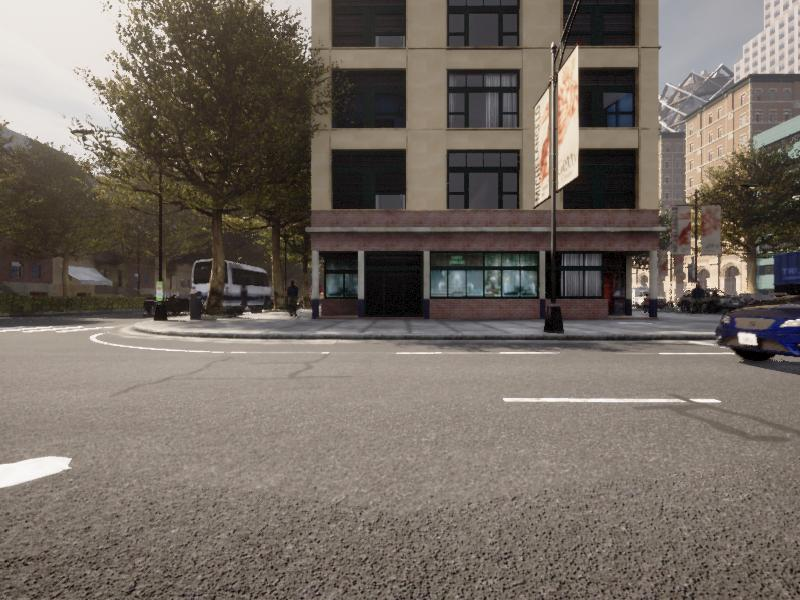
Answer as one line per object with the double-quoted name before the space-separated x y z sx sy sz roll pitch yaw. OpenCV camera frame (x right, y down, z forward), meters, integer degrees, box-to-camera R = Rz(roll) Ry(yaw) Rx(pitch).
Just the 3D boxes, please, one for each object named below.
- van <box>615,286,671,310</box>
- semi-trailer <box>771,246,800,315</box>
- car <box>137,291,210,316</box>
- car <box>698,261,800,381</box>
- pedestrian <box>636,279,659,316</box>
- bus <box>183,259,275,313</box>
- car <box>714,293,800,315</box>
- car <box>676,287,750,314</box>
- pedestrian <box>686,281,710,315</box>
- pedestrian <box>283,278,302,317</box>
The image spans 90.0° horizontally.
"van" 26.500 -0.221 44.024 2.351 2.431 6.366 0 0 1
"semi-trailer" 26.562 -1.217 20.194 2.717 4.402 14.254 0 0 1
"car" -15.098 0.236 27.017 2.128 1.511 4.902 0 0 0
"car" 7.003 0.254 5.668 4.193 1.474 1.816 0 0 0
"pedestrian" 12.786 -0.115 20.678 0.751 1.860 0.751 0 0 -3
"bus" -15.158 -1.132 36.816 3.944 4.253 10.273 0 0 0
"car" 26.356 0.251 29.797 2.163 1.488 4.792 0 0 1
"car" 22.853 0.052 29.472 1.932 1.855 4.605 0 0 1
"pedestrian" 16.840 -0.115 22.624 0.751 1.860 0.751 0 0 -4
"pedestrian" -5.099 -0.115 19.015 0.751 1.860 0.751 0 0 -1
